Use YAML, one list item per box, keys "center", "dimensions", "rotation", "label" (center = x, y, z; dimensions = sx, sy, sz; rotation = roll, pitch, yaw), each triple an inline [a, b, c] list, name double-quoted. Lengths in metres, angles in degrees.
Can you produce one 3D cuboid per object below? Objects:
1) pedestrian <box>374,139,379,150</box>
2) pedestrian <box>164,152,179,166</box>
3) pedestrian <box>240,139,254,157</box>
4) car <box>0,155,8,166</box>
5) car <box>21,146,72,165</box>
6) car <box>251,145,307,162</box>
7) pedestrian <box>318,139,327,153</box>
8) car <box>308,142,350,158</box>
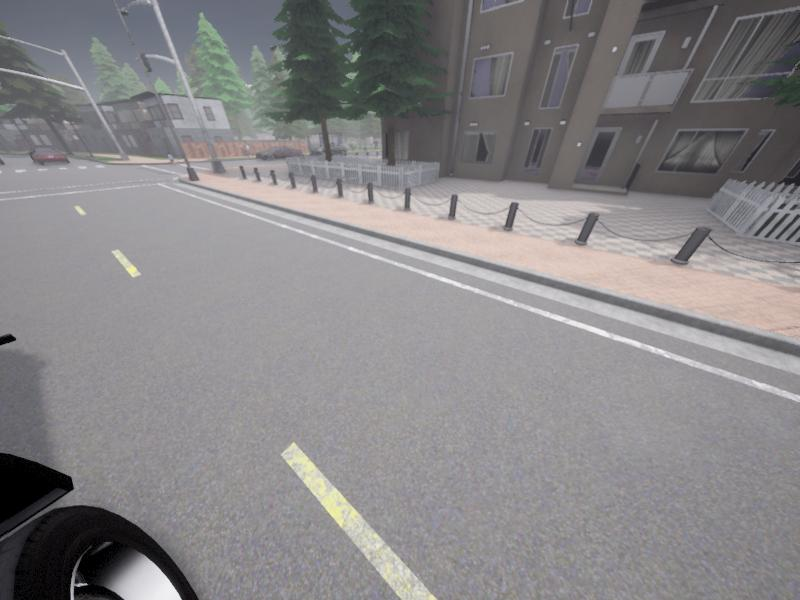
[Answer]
- center: [-4.629, -30.693, 45.588]
  dimensions: [0.751, 1.860, 0.751]
  rotation: [22, 41, 28]
  label: "pedestrian"
- center: [-20.922, -12.936, 21.166]
  dimensions: [0.500, 1.100, 0.500]
  rotation: [20, 40, 26]
  label: "pedestrian"
- center: [-19.586, -19.504, 29.587]
  dimensions: [0.751, 1.860, 0.751]
  rotation: [23, 41, 29]
  label: "pedestrian"
- center: [-38.792, -13.240, 21.263]
  dimensions: [4.181, 1.385, 1.994]
  rotation: [19, 39, 24]
  label: "car"
- center: [-34.703, -14.220, 22.681]
  dimensions: [4.181, 1.385, 1.994]
  rotation: [20, 40, 26]
  label: "car"
- center: [-14.144, -17.365, 27.293]
  dimensions: [2.033, 1.411, 5.357]
  rotation: [24, 42, 30]
  label: "car"
- center: [-12.623, -25.024, 37.479]
  dimensions: [0.751, 1.860, 0.751]
  rotation: [24, 42, 30]
  label: "pedestrian"
- center: [-9.661, -20.738, 31.917]
  dimensions: [2.152, 1.651, 5.027]
  rotation: [24, 42, 30]
  label: "car"
